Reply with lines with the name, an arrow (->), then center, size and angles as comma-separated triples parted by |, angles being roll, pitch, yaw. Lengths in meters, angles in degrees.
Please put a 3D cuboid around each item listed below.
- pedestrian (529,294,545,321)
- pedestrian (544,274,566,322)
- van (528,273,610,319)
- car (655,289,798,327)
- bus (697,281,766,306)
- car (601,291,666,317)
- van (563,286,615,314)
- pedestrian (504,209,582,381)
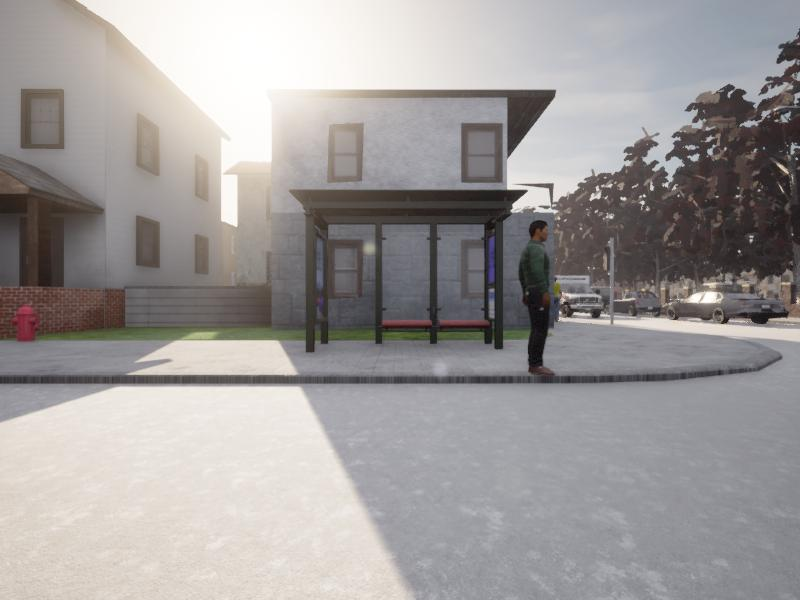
pedestrian -> 5.675, 0.305, 16.596 | 0.500, 1.100, 0.500 | 0, 0, 1
pedestrian -> 6.234, -0.075, 16.111 | 0.751, 1.860, 0.751 | 0, 0, 14
van -> 10.047, -0.222, 24.568 | 2.351, 2.431, 6.366 | 0, 0, 0
car -> 13.945, 0.295, 17.673 | 2.033, 1.411, 5.357 | 0, 0, 2
bus -> 59.474, -1.134, 72.226 | 3.944, 4.253, 10.273 | 0, 0, 0
car -> 14.194, 0.227, 24.567 | 1.845, 1.501, 3.633 | 0, 0, -1
van -> 14.274, -0.002, 30.573 | 1.775, 1.987, 4.442 | 0, 0, -2
pedestrian -> 1.661, -0.054, 4.766 | 0.751, 1.860, 0.751 | 0, 0, 9
